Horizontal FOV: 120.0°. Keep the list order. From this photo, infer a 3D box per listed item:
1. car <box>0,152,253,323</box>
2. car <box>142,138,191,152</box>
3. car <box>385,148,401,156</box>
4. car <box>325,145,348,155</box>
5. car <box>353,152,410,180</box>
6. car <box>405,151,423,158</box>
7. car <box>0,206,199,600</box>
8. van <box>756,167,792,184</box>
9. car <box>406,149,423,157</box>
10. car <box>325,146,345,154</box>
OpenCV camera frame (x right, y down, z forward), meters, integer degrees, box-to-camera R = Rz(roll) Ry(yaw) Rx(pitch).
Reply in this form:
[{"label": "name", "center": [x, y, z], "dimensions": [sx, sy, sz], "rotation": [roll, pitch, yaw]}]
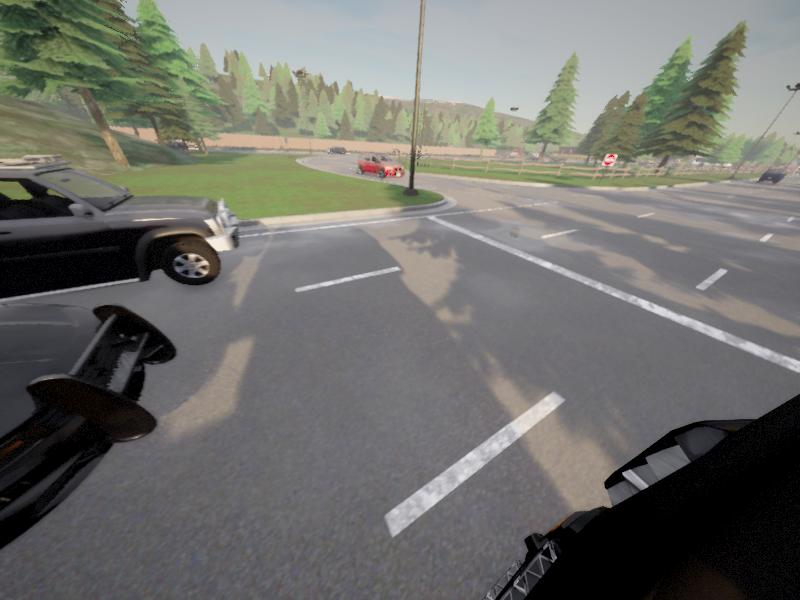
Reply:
[{"label": "car", "center": [-5.206, -1.096, 3.517], "dimensions": [4.605, 1.855, 1.932], "rotation": [-16, 38, -26]}, {"label": "car", "center": [-38.600, -25.805, 38.459], "dimensions": [5.238, 1.638, 1.930], "rotation": [-16, 38, -26]}, {"label": "car", "center": [-1.888, -40.941, 63.933], "dimensions": [3.866, 1.878, 1.905], "rotation": [-16, 38, -26]}, {"label": "car", "center": [-14.842, -34.978, 53.923], "dimensions": [4.605, 1.855, 1.932], "rotation": [-16, 38, -26]}, {"label": "car", "center": [-1.676, -11.423, 19.567], "dimensions": [2.242, 1.667, 4.611], "rotation": [-27, 44, -36]}, {"label": "car", "center": [3.665, -37.864, 60.149], "dimensions": [4.181, 1.385, 1.994], "rotation": [-16, 38, -26]}, {"label": "car", "center": [-4.311, 0.980, 0.665], "dimensions": [5.238, 1.638, 1.930], "rotation": [-16, 38, -26]}, {"label": "van", "center": [55.838, -18.558, 34.487], "dimensions": [4.442, 1.987, 1.775], "rotation": [-16, 38, -26]}, {"label": "car", "center": [4.418, -44.997, 70.536], "dimensions": [4.605, 1.855, 1.932], "rotation": [-16, 38, -26]}, {"label": "car", "center": [-16.799, -38.718, 59.804], "dimensions": [4.514, 1.525, 2.007], "rotation": [-16, 38, -26]}]
